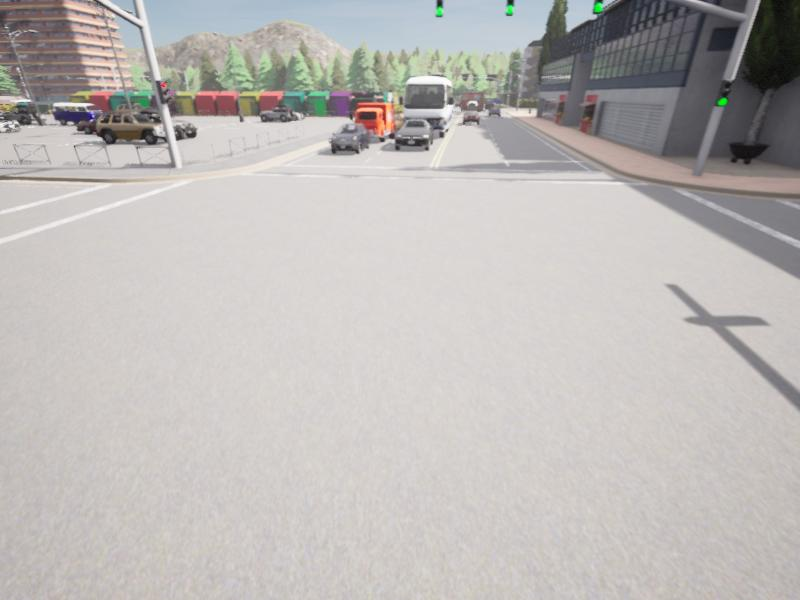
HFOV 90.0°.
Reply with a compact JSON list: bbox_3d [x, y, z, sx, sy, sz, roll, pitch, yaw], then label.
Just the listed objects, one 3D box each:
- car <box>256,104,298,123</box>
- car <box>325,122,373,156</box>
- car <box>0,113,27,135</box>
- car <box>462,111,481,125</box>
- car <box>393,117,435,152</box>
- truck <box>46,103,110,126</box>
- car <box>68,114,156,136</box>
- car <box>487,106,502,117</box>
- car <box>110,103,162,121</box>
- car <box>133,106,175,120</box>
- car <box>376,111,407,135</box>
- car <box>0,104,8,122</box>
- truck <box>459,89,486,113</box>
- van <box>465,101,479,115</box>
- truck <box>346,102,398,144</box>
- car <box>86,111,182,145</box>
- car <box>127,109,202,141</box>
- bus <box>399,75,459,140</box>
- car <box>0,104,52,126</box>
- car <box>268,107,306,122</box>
[{"bbox_3d":[-13.944,-21.251,45.520,3.866,1.878,1.905,4,27,7],"label":"car"},{"bbox_3d":[-2.878,-9.514,23.447,1.845,1.501,3.633,4,27,7],"label":"car"},{"bbox_3d":[-33.483,-14.465,32.782,3.806,1.475,1.970,4,27,7],"label":"car"},{"bbox_3d":[8.280,-21.149,46.369,1.895,1.301,4.718,4,28,8],"label":"car"},{"bbox_3d":[0.994,-10.634,25.538,2.152,1.651,5.027,4,27,7],"label":"car"},{"bbox_3d":[-32.353,-18.698,40.283,4.478,2.038,2.069,4,27,7],"label":"truck"},{"bbox_3d":[-22.555,-13.785,31.483,5.357,1.415,2.033,4,27,7],"label":"car"},{"bbox_3d":[14.756,-29.545,62.610,2.033,1.411,5.357,4,28,8],"label":"car"},{"bbox_3d":[-31.309,-22.340,47.576,4.605,1.855,1.932,4,27,7],"label":"car"},{"bbox_3d":[-30.858,-23.461,50.217,3.905,1.438,1.784,4,27,7],"label":"car"},{"bbox_3d":[-0.688,-15.969,35.953,1.801,1.575,5.366,4,28,8],"label":"car"},{"bbox_3d":[-46.978,-20.769,44.466,4.605,1.855,1.932,4,27,7],"label":"car"},{"bbox_3d":[13.625,-38.026,76.434,2.891,3.827,8.468,-2,27,-4],"label":"truck"},{"bbox_3d":[12.188,-32.546,67.739,2.069,2.038,4.480,4,28,8],"label":"van"},{"bbox_3d":[-1.864,-13.003,29.209,2.627,2.467,5.204,4,27,8],"label":"truck"},{"bbox_3d":[-16.977,-11.054,25.674,4.605,1.855,1.932,4,27,7],"label":"car"},{"bbox_3d":[-16.535,-12.359,28.220,3.866,1.878,1.905,4,27,7],"label":"car"},{"bbox_3d":[2.662,-16.241,33.574,3.944,4.253,10.273,4,28,8],"label":"bus"},{"bbox_3d":[-38.676,-19.007,41.075,3.866,1.878,1.905,4,27,7],"label":"car"},{"bbox_3d":[-13.546,-22.349,48.180,3.806,1.475,1.970,4,27,7],"label":"car"}]
